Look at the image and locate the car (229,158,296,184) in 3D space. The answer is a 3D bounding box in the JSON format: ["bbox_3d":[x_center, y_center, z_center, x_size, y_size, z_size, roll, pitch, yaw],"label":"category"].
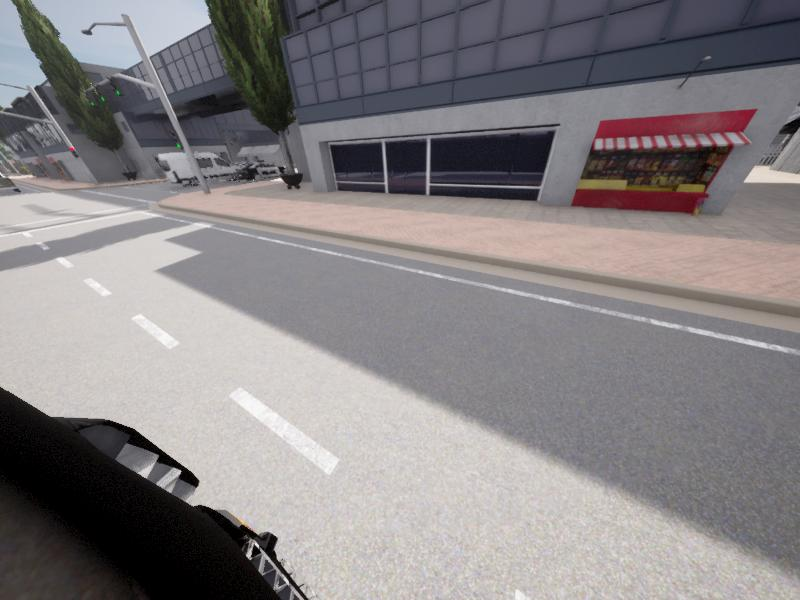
[{"bbox_3d":[-13.251,-12.745,22.682,1.930,1.638,5.238,16,38,26],"label":"car"}]

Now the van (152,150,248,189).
[{"bbox_3d":[-18.083,-12.219,21.451,1.988,2.561,5.915,16,38,26],"label":"van"}]

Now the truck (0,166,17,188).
[{"bbox_3d":[-54.742,-16.679,29.841,8.468,3.827,2.891,13,37,23],"label":"truck"}]

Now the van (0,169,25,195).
[{"bbox_3d":[-39.913,-11.663,22.762,4.480,2.038,2.069,17,38,26],"label":"van"}]
